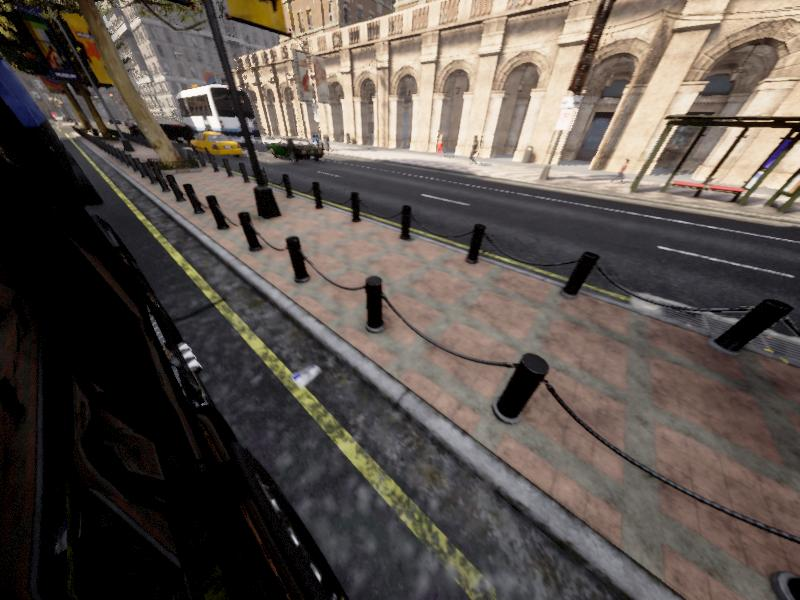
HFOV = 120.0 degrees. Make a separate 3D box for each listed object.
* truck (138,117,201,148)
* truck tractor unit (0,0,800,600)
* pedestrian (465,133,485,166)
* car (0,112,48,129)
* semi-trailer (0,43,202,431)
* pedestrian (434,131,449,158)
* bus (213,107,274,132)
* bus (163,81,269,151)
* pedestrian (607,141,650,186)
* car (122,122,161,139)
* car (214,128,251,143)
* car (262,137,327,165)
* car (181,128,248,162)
[{"bbox_3d":[-21.753,-15.834,21.781,6.274,2.098,2.390,28,44,30],"label":"truck"},{"bbox_3d":[-2.645,-0.295,0.351,6.516,4.208,3.053,28,44,30],"label":"truck tractor unit"},{"bbox_3d":[5.176,-10.446,16.064,0.751,1.860,0.751,24,42,26],"label":"pedestrian"},{"bbox_3d":[-57.679,-26.905,34.656,4.605,1.855,1.932,-14,40,-21],"label":"car"},{"bbox_3d":[-8.700,-3.592,4.244,14.254,4.402,2.717,28,44,30],"label":"semi-trailer"},{"bbox_3d":[3.563,-13.534,20.098,0.751,1.860,0.751,-28,47,-35],"label":"pedestrian"},{"bbox_3d":[-36.078,-41.800,53.858,3.944,4.253,10.273,28,44,30],"label":"bus"},{"bbox_3d":[-17.513,-17.103,21.917,10.273,4.253,3.944,27,43,31],"label":"bus"},{"bbox_3d":[11.374,-6.828,11.593,0.751,1.860,0.751,24,42,26],"label":"pedestrian"},{"bbox_3d":[-32.218,-21.153,28.766,4.902,1.511,2.128,28,44,30],"label":"car"},{"bbox_3d":[-20.397,-20.068,28.182,4.718,1.301,1.895,28,44,30],"label":"car"},{"bbox_3d":[-7.548,-10.696,16.417,4.718,1.301,1.895,28,44,30],"label":"car"},{"bbox_3d":[-13.190,-11.070,16.355,5.366,1.575,1.801,28,44,30],"label":"car"}]
